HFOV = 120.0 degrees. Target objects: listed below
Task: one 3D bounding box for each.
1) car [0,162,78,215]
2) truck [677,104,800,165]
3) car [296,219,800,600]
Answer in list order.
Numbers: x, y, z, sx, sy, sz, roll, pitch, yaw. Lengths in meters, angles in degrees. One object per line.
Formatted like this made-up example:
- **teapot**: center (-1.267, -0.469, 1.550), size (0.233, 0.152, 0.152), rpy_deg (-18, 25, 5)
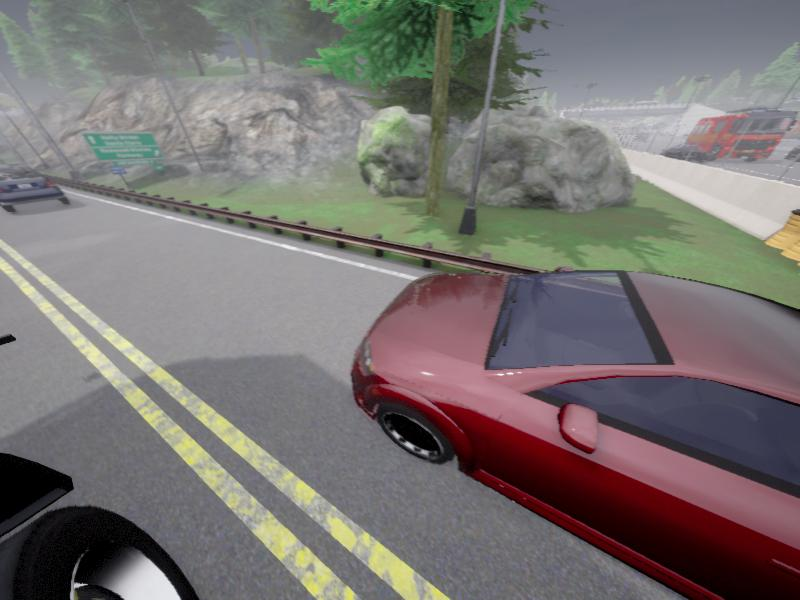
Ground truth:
- **car**: center (-16.085, -4.778, 9.700), size (3.705, 1.549, 1.789), rpy_deg (16, 39, 24)
- **truck**: center (30.370, -15.143, 21.250), size (2.891, 3.827, 8.468), rpy_deg (16, 39, 23)
- **car**: center (1.642, 0.583, 1.815), size (4.181, 1.385, 1.994), rpy_deg (16, 39, 23)
